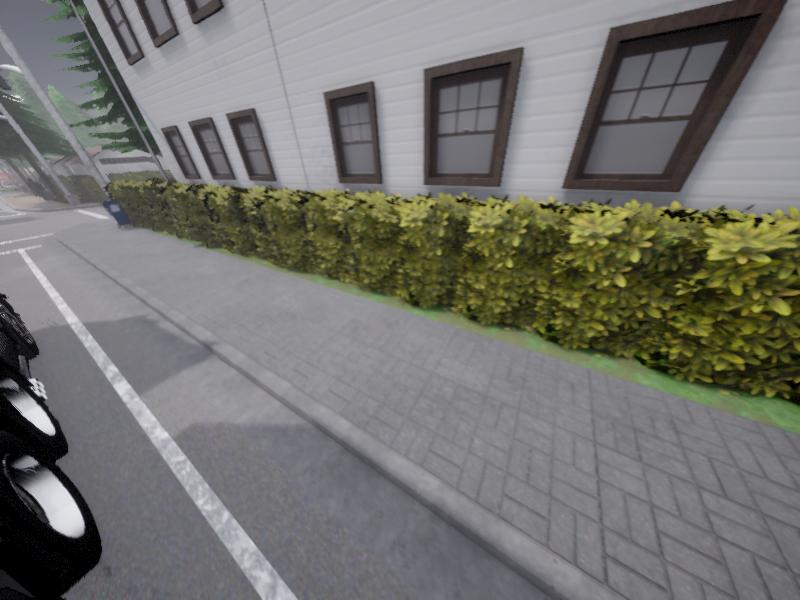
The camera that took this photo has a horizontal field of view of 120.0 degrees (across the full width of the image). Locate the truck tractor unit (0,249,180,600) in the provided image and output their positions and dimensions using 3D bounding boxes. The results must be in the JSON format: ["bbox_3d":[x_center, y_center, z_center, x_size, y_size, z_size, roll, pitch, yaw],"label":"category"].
[{"bbox_3d":[-5.159,-0.145,1.114,6.516,4.208,3.053,11,29,30],"label":"truck tractor unit"}]

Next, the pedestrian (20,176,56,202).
[{"bbox_3d":[-30.562,-9.366,19.521,0.751,1.860,0.751,18,39,28],"label":"pedestrian"}]
